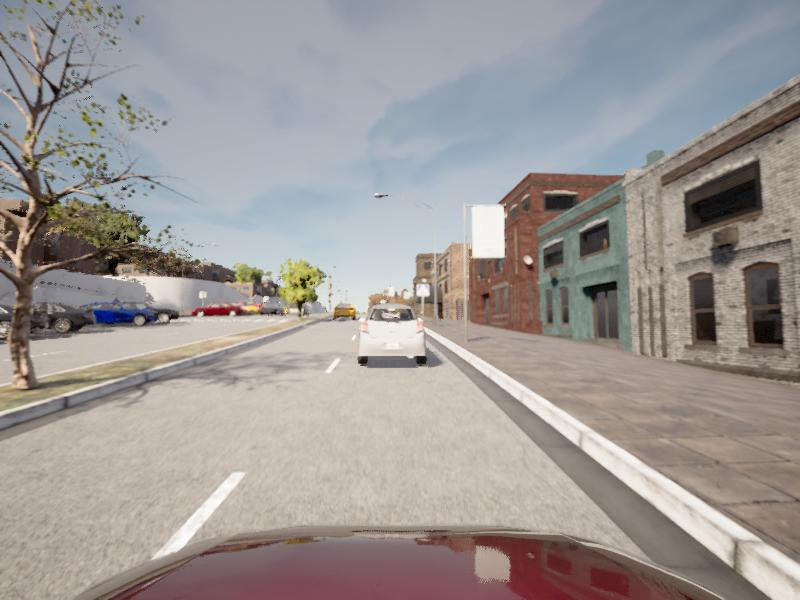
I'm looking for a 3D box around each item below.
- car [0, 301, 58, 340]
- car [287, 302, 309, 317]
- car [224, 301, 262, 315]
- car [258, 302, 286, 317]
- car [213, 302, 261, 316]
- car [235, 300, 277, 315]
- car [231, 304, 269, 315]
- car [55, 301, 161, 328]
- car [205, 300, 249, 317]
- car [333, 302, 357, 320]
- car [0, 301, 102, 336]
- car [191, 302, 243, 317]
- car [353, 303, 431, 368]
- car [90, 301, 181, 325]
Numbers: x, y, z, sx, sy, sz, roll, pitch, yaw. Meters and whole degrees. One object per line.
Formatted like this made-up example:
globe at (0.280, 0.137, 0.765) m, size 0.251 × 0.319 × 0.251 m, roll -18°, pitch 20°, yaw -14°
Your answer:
car at (-17.383, 0.839, 16.205) m, size 4.892 × 1.521 × 2.231 m, roll -1°, pitch 0°, yaw -23°
car at (-11.733, 1.071, 46.403) m, size 1.851 × 1.617 × 3.988 m, roll 0°, pitch -1°, yaw -5°
car at (-20.305, 1.056, 51.711) m, size 4.553 × 1.767 × 2.185 m, roll 0°, pitch -1°, yaw -25°
car at (-14.719, 1.038, 46.140) m, size 1.930 × 1.638 × 5.238 m, roll 0°, pitch -1°, yaw -5°
car at (-19.860, 1.117, 48.840) m, size 5.366 × 1.575 × 1.946 m, roll 0°, pitch -1°, yaw -25°
car at (-20.752, 1.066, 57.674) m, size 5.566 × 2.045 × 2.435 m, roll 0°, pitch -2°, yaw -25°
car at (-20.527, 1.285, 54.683) m, size 4.674 × 1.452 × 2.002 m, roll 0°, pitch -2°, yaw -25°
car at (-18.043, 0.859, 25.053) m, size 5.008 × 1.535 × 2.097 m, roll 0°, pitch 0°, yaw -24°
car at (-19.808, 0.942, 45.781) m, size 4.553 × 1.767 × 2.185 m, roll 0°, pitch -1°, yaw -25°
car at (-4.995, 0.986, 36.681) m, size 1.882 × 1.535 × 5.008 m, roll 0°, pitch -1°, yaw -5°
car at (-17.575, 0.844, 19.158) m, size 4.892 × 1.521 × 2.231 m, roll -1°, pitch 0°, yaw -23°
car at (-19.520, 1.020, 42.825) m, size 5.008 × 1.535 × 2.097 m, roll 0°, pitch -1°, yaw -25°
car at (-0.250, 0.854, 11.251) m, size 1.845 × 1.501 × 3.633 m, roll 0°, pitch 0°, yaw -2°
car at (-18.287, 0.871, 28.005) m, size 5.008 × 1.535 × 2.097 m, roll 0°, pitch 0°, yaw -25°
